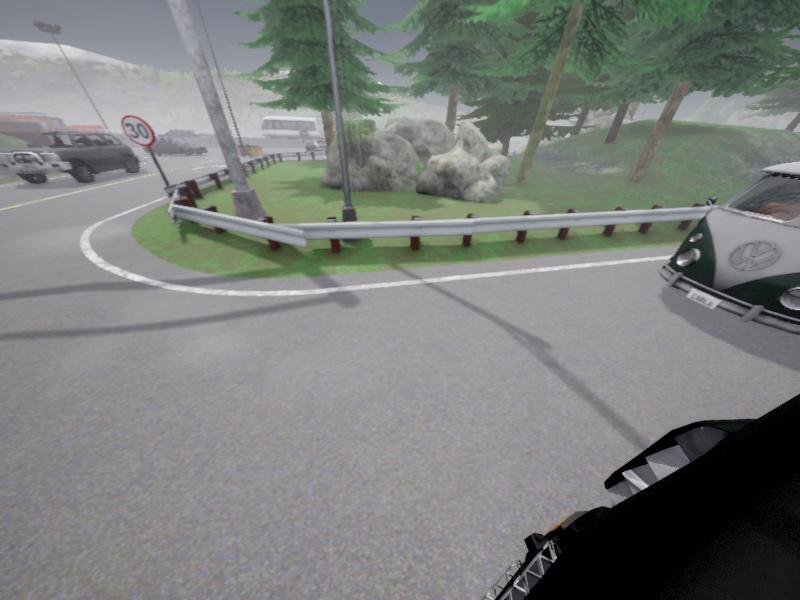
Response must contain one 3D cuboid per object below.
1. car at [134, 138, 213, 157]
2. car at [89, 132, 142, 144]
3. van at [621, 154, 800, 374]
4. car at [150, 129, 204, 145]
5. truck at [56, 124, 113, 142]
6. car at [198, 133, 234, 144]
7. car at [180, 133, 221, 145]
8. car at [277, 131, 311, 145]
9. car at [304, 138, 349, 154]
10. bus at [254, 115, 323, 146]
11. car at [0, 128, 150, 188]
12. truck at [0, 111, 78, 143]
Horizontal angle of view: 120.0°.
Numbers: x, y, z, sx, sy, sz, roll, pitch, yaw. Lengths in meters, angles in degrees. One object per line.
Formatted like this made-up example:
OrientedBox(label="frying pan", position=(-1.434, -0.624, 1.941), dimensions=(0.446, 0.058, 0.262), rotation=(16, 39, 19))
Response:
OrientedBox(label="car", position=(-22.082, -15.037, 22.694), dimensions=(5.357, 1.411, 2.033), rotation=(2, 36, 1))
OrientedBox(label="car", position=(-47.553, -27.252, 38.772), dimensions=(5.366, 1.575, 1.801), rotation=(-6, 36, -10))
OrientedBox(label="van", position=(6.197, -0.723, 3.110), dimensions=(4.442, 1.987, 1.775), rotation=(-6, 36, -10))
OrientedBox(label="car", position=(-36.285, -26.607, 37.791), dimensions=(5.566, 2.045, 2.150), rotation=(-6, 36, -10))
OrientedBox(label="truck", position=(-57.702, -30.665, 42.464), dimensions=(5.204, 2.467, 2.627), rotation=(-6, 36, -10))
OrientedBox(label="car", position=(-34.870, -30.800, 43.964), dimensions=(4.611, 1.667, 2.242), rotation=(-6, 36, -10))
OrientedBox(label="car", position=(-35.276, -28.643, 40.999), dimensions=(4.856, 1.649, 2.033), rotation=(-6, 36, -11))
OrientedBox(label="car", position=(-21.131, -32.489, 46.363), dimensions=(5.566, 2.045, 2.150), rotation=(-6, 36, -10))
OrientedBox(label="car", position=(-8.919, -18.991, 28.426), dimensions=(4.974, 1.542, 2.038), rotation=(-7, 37, -10))
OrientedBox(label="bus", position=(-20.148, -31.322, 42.890), dimensions=(10.273, 4.253, 3.944), rotation=(-6, 36, -11))
OrientedBox(label="car", position=(-14.290, -6.457, 10.264), dimensions=(1.932, 1.855, 4.605), rotation=(-7, 37, -11))
OrientedBox(label="truck", position=(-58.341, -26.959, 36.148), dimensions=(8.468, 3.827, 2.891), rotation=(-6, 36, -10))
